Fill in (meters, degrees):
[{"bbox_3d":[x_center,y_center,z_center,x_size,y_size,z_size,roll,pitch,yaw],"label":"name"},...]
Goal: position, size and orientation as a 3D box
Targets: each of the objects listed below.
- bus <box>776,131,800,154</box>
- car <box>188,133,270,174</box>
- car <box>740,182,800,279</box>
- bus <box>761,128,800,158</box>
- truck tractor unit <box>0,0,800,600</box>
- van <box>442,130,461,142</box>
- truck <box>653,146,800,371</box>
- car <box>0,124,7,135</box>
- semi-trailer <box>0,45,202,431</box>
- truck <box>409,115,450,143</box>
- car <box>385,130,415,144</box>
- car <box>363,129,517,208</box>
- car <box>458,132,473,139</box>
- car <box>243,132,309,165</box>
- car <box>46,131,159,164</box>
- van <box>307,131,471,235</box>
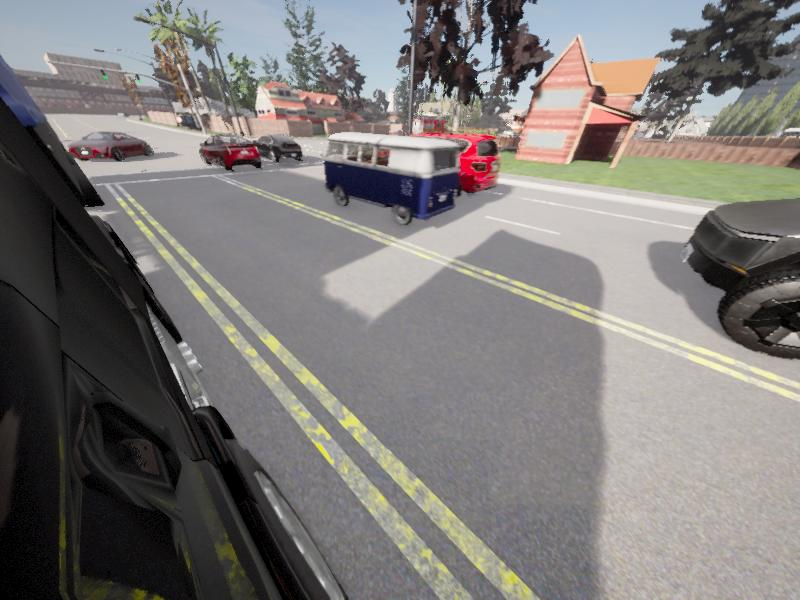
[{"bbox_3d":[93.887,-36.267,53.270,3.944,4.253,10.273,27,44,30],"label":"bus"},{"bbox_3d":[-9.637,-8.379,13.010,4.514,1.525,2.007,28,44,30],"label":"car"},{"bbox_3d":[9.781,-0.855,4.049,3.806,1.475,1.970,27,44,30],"label":"car"},{"bbox_3d":[72.831,-28.731,42.204,3.944,4.253,10.273,27,44,30],"label":"bus"},{"bbox_3d":[-2.645,-0.295,0.352,6.516,4.208,3.053,28,44,30],"label":"truck tractor unit"},{"bbox_3d":[10.843,-34.537,48.578,1.775,1.987,4.442,25,42,27],"label":"van"},{"bbox_3d":[6.964,0.245,1.918,6.274,2.098,2.390,29,44,30],"label":"truck"},{"bbox_3d":[-44.186,-18.536,24.529,3.633,1.501,1.845,28,44,30],"label":"car"},{"bbox_3d":[-8.705,-3.581,4.249,14.254,4.402,2.717,28,44,30],"label":"semi-trailer"},{"bbox_3d":[5.443,-31.167,42.267,2.891,3.827,8.468,27,43,29],"label":"truck"},{"bbox_3d":[0.117,-26.419,37.493,2.152,1.651,5.027,27,43,29],"label":"car"},{"bbox_3d":[1.245,-5.560,9.390,5.566,2.045,2.150,28,44,30],"label":"car"},{"bbox_3d":[18.495,-46.916,65.729,3.633,1.501,1.845,3,37,1],"label":"car"},{"bbox_3d":[-8.687,-10.650,16.115,4.892,1.490,1.837,29,45,31],"label":"car"},{"bbox_3d":[-17.526,-9.362,14.035,1.994,1.385,4.181,-5,37,-10],"label":"car"},{"bbox_3d":[-0.523,-3.742,6.929,4.442,1.987,1.775,28,44,30],"label":"van"}]
